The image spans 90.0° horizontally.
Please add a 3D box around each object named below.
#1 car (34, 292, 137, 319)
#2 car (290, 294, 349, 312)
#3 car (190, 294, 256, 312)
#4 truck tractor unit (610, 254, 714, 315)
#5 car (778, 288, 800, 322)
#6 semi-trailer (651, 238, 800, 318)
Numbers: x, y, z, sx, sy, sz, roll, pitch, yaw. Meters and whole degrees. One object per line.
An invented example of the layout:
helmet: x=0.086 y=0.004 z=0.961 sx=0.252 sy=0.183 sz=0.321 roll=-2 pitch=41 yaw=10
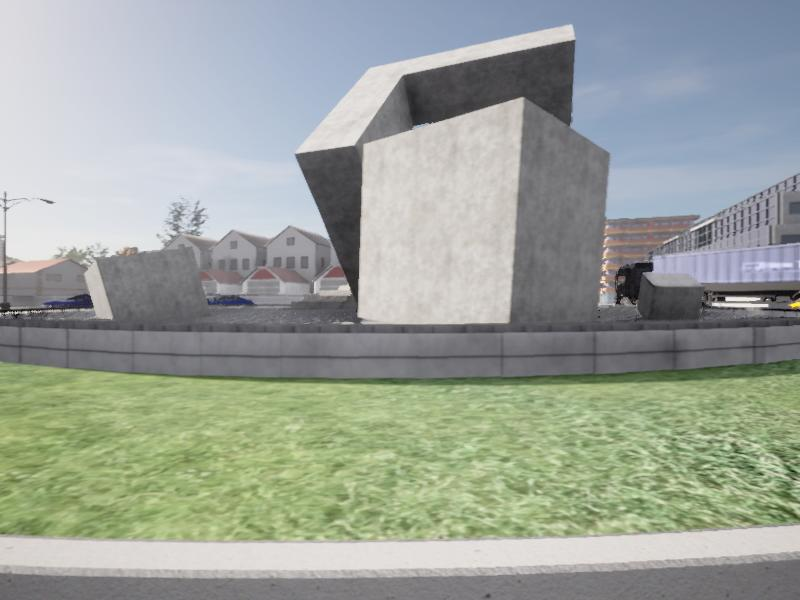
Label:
car: x=-18.886 y=0.300 z=24.336 sx=1.812 sy=1.442 sz=4.674 roll=0 pitch=0 yaw=21
car: x=-7.401 y=0.268 z=36.744 sx=4.974 sy=1.542 sz=2.038 roll=0 pitch=0 yaw=-27
car: x=-15.659 y=0.267 z=35.496 sx=5.008 sy=1.535 sz=1.882 roll=0 pitch=0 yaw=-38
truck tractor unit: x=19.823 y=-1.083 z=30.838 sx=3.053 sy=4.208 sz=6.516 roll=0 pitch=0 yaw=-9
car: x=19.637 y=0.224 z=17.348 sx=1.801 sy=1.575 sz=5.366 roll=0 pitch=0 yaw=6
semi-trailer: x=22.703 y=-1.198 z=23.525 sx=2.717 sy=4.402 sz=14.254 roll=1 pitch=-1 yaw=-25
